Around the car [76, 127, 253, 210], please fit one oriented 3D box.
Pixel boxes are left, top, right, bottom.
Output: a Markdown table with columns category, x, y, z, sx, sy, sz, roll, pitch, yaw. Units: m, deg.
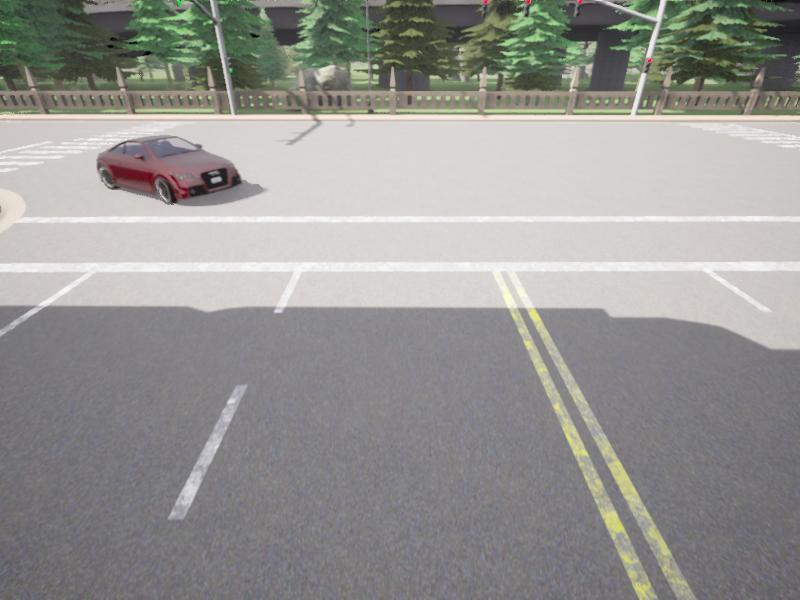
| category | x | y | z | sx | sy | sz | roll | pitch | yaw |
| --- | --- | --- | --- | --- | --- | --- | --- | --- | --- |
| car | -6.444 | -3.748 | 11.026 | 4.181 | 1.385 | 1.994 | 16 | 34 | 25 |
